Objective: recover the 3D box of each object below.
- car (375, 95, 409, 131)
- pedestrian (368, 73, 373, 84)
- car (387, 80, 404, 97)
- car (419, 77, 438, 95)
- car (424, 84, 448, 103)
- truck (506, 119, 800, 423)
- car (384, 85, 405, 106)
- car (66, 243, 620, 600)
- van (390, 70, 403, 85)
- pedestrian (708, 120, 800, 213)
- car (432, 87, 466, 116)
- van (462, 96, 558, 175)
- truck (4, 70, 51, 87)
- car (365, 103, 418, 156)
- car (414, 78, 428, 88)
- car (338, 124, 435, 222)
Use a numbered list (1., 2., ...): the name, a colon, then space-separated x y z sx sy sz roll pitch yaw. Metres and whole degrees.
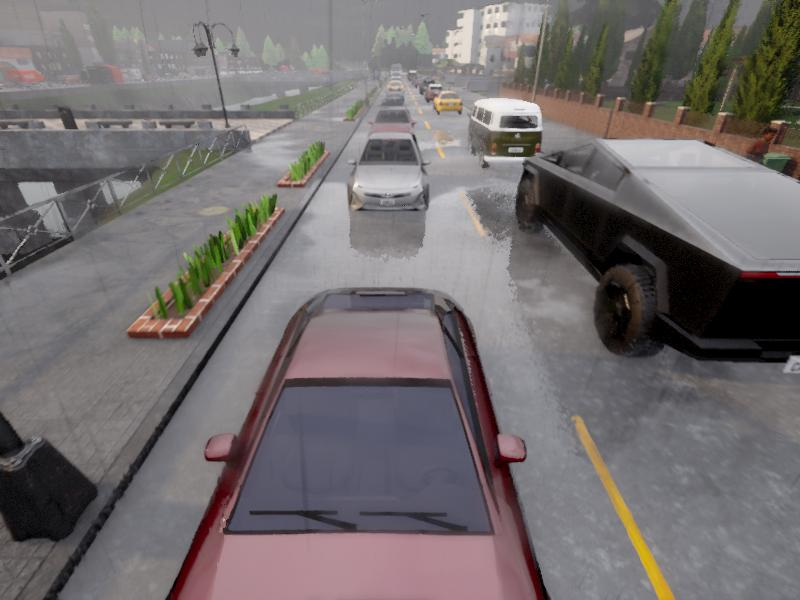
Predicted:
1. car: -0.434 -10.942 23.260 1.816 1.474 4.193 0 30 -1
2. pedestrian: -5.483 -41.740 75.304 0.751 1.860 0.751 3 30 5
3. car: -0.528 -25.268 47.703 1.882 1.535 5.008 0 30 0
4. car: 3.451 -26.294 49.119 1.932 1.855 4.605 0 30 0
5. car: 3.475 -20.471 39.559 1.970 1.475 3.806 0 30 0
6. truck: 3.684 -1.275 6.104 2.390 2.098 6.274 0 30 0
7. car: -0.460 -18.708 36.491 1.845 1.501 3.633 0 30 0
8. car: -0.205 1.022 2.929 1.994 1.385 4.181 0 30 0
9. van: -0.721 -43.191 77.470 2.351 2.431 6.366 0 30 0
10. pedestrian: 7.984 -3.015 9.066 0.751 1.860 0.751 -3 30 -5
11. car: 3.533 -14.793 29.743 1.801 1.575 5.366 0 30 0
12. van: 3.632 -6.016 14.271 2.069 2.038 4.480 0 30 0
13. truck: -62.360 -37.216 67.196 2.627 2.467 5.204 0 30 0
14. car: -0.300 -7.442 17.223 2.007 1.525 4.514 0 30 0
15. car: 3.337 -35.089 64.668 1.994 1.385 4.181 0 30 0
16. car: -0.250 -3.555 10.574 2.007 1.525 4.514 0 30 1
